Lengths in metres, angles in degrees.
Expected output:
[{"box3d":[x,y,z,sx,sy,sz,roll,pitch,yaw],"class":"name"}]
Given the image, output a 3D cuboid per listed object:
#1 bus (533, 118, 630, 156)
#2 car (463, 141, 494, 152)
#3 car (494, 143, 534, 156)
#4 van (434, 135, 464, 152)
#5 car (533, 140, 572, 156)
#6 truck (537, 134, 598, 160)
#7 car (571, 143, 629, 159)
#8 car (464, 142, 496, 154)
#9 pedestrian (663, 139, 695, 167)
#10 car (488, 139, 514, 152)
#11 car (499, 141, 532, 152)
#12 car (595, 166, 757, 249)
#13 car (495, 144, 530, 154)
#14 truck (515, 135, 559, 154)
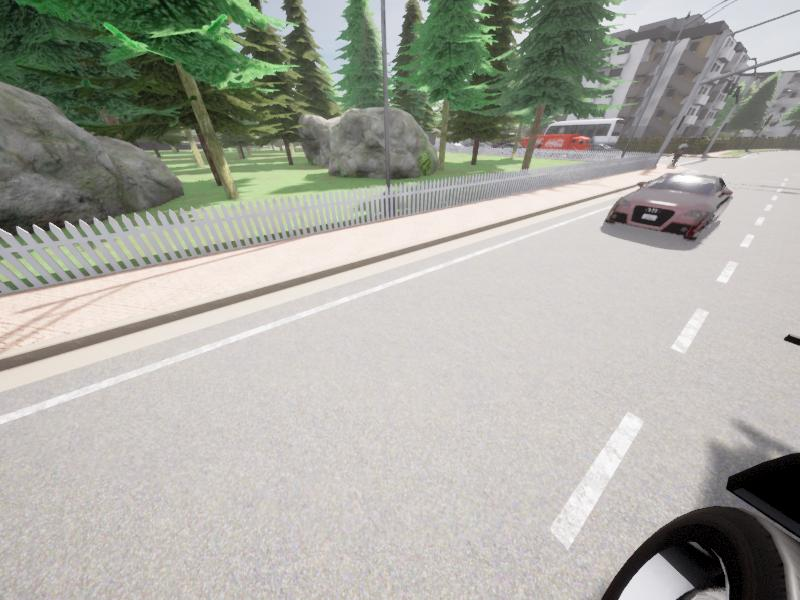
[{"box3d":[27.481,-25.327,35.987,3.944,4.253,10.273,-21,40,-26],"class":"bus"},{"box3d":[14.443,-28.514,42.885,2.152,1.651,5.027,-21,40,-26],"class":"car"},{"box3d":[16.917,-22.565,34.535,1.837,1.490,4.892,-21,40,-26],"class":"car"},{"box3d":[9.180,-29.837,44.003,1.988,2.561,5.915,-21,40,-26],"class":"van"},{"box3d":[21.886,-22.032,33.398,1.905,1.878,3.866,-21,40,-26],"class":"car"},{"box3d":[20.918,-19.423,29.198,2.627,2.467,5.204,-21,40,-26],"class":"truck"},{"box3d":[25.194,-18.953,29.334,2.128,1.511,4.902,-21,40,-26],"class":"car"},{"box3d":[13.348,-25.724,39.044,1.837,1.490,4.892,-21,40,-26],"class":"car"},{"box3d":[22.673,-11.959,18.813,0.751,1.860,0.751,17,39,23],"class":"pedestrian"},{"box3d":[18.614,-28.636,42.796,1.905,1.878,3.866,-21,40,-26],"class":"car"},{"box3d":[21.916,-29.293,43.975,1.801,1.575,5.366,-21,40,-26],"class":"car"},{"box3d":[8.207,-2.976,6.895,4.181,1.385,1.994,-22,40,-27],"class":"car"},{"box3d":[18.367,-24.908,38.022,1.895,1.301,4.718,-21,40,-26],"class":"car"},{"box3d":[22.294,-25.612,37.975,2.627,2.467,5.204,-21,40,-26],"class":"truck"}]
